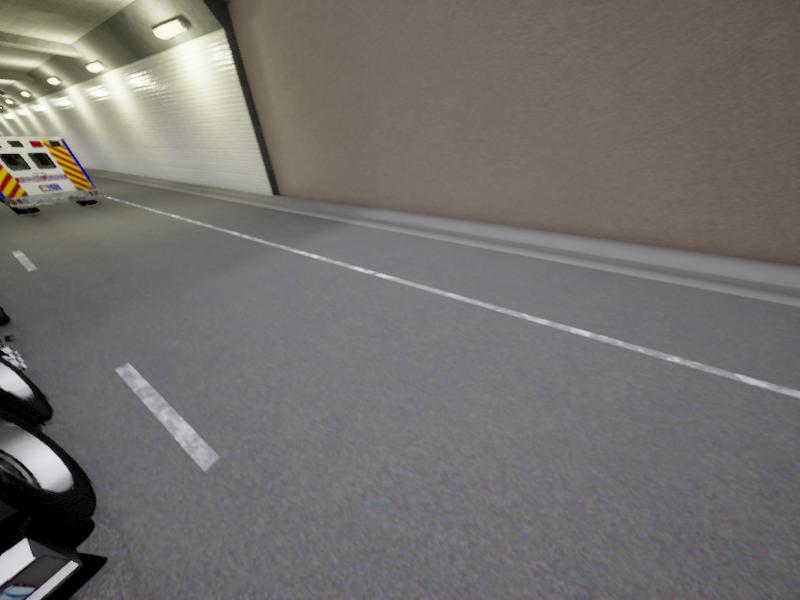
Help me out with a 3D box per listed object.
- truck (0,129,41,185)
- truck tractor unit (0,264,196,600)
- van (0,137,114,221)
[{"bbox_3d":[-29.818,-10.490,16.023,8.468,3.827,2.891,18,39,25],"label":"truck"},{"bbox_3d":[-5.112,-0.299,0.787,6.516,4.208,3.053,18,39,24],"label":"truck tractor unit"},{"bbox_3d":[-15.432,-5.232,9.550,6.366,2.431,2.351,18,39,24],"label":"van"}]
